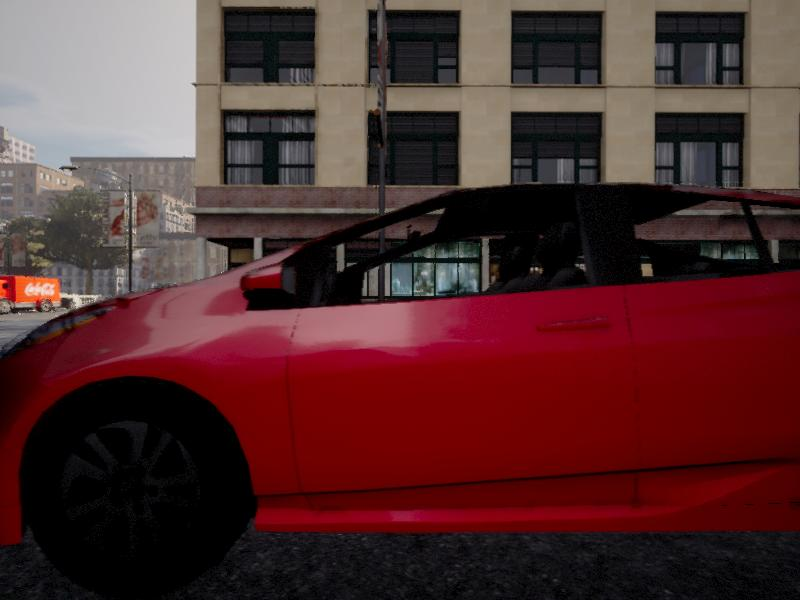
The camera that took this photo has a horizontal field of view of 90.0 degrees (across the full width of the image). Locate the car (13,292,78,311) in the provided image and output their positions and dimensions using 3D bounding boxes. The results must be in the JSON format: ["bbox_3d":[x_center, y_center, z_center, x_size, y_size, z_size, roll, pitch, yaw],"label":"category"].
[{"bbox_3d":[-29.160,0.144,33.042,1.970,1.475,3.806,0,0,0],"label":"car"}]

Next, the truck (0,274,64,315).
[{"bbox_3d":[-25.697,-0.340,26.406,2.627,2.467,5.204,0,0,0],"label":"truck"}]

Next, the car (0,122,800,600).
[{"bbox_3d":[0.555,0.230,2.210,4.514,1.525,2.007,0,0,0],"label":"car"}]
